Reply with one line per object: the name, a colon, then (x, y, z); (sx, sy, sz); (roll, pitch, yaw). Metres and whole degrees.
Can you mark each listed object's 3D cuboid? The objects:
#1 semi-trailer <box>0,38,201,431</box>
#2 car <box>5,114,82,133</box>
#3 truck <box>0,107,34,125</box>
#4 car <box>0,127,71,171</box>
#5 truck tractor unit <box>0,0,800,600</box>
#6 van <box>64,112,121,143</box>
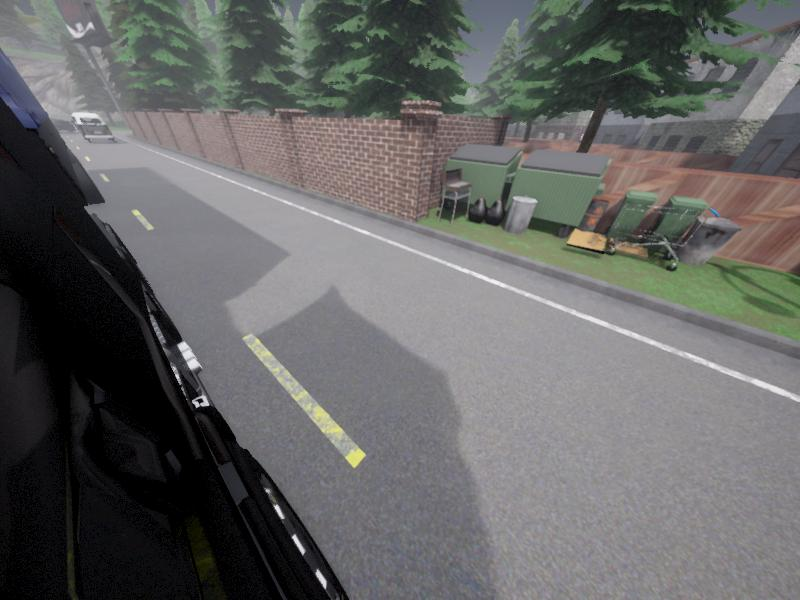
semi-trailer: (-8.667, -3.639, 4.239); (14.254, 4.402, 2.717); (29, 44, 30)
car: (-39.981, -19.806, 26.028); (4.892, 1.490, 1.837); (2, 35, -1)
truck: (-62.642, -29.329, 36.732); (6.274, 2.098, 2.390); (15, 39, 16)
car: (-17.971, -7.321, 11.056); (4.181, 1.385, 1.994); (28, 44, 30)
truck tractor unit: (-2.645, -0.295, 0.351); (6.516, 4.208, 3.053); (28, 44, 30)
van: (-27.394, -15.382, 20.590); (4.480, 2.038, 2.069); (28, 44, 30)
